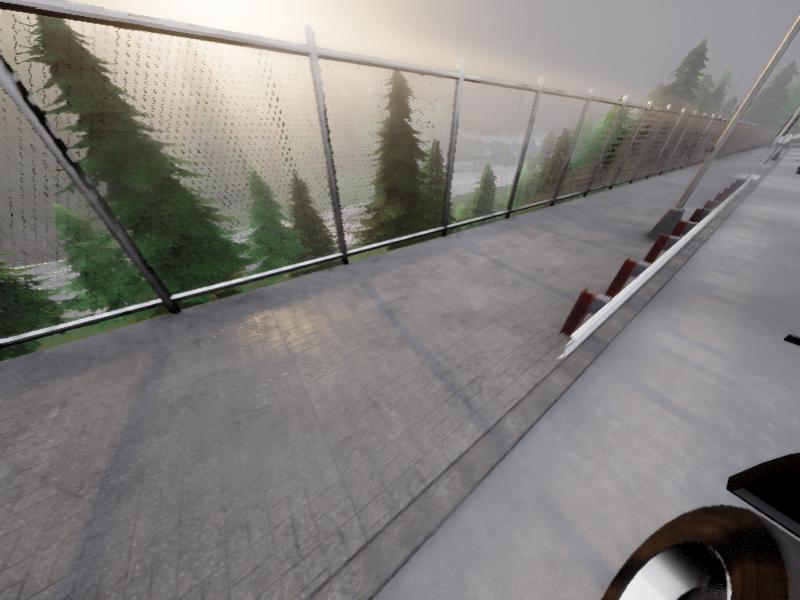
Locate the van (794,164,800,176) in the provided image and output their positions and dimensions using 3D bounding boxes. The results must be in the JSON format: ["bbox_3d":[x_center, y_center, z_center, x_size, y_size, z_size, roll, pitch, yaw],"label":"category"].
[{"bbox_3d":[29.582,-9.979,15.559,5.915,2.561,1.988,-22,41,-28],"label":"van"}]
